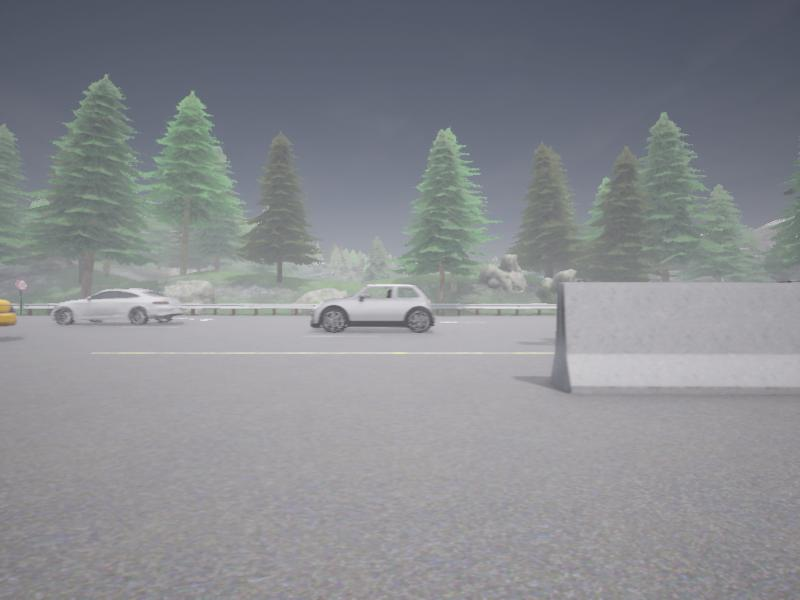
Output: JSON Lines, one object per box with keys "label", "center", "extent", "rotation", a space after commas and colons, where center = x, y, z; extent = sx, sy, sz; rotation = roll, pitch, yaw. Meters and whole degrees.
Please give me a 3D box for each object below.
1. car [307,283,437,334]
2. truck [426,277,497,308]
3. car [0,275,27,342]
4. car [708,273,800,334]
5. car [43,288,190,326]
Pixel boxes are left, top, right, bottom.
{"label": "car", "center": [-0.806, 0.251, 12.698], "extent": [3.806, 1.475, 1.970], "rotation": [0, 0, 0]}
{"label": "truck", "center": [7.542, -0.916, 49.933], "extent": [8.468, 3.827, 2.891], "rotation": [0, 0, 2]}
{"label": "car", "center": [-12.090, 0.187, 9.198], "extent": [5.366, 1.575, 1.801], "rotation": [0, 0, 0]}
{"label": "car", "center": [12.851, 0.107, 12.701], "extent": [4.553, 1.767, 2.097], "rotation": [0, 0, 0]}
{"label": "car", "center": [-11.317, 0.256, 16.199], "extent": [4.674, 1.442, 1.812], "rotation": [0, 0, 0]}
